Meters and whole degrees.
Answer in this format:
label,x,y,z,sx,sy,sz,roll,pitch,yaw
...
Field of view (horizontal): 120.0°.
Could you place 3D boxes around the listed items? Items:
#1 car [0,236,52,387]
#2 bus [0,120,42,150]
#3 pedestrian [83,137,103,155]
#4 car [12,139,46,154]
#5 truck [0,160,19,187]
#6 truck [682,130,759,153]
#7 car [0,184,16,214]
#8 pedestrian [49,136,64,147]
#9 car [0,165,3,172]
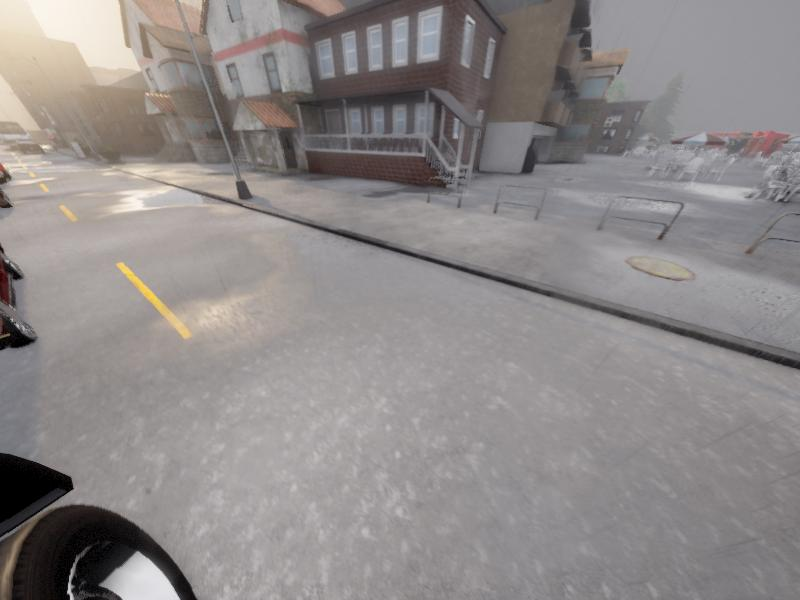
label,x,y,z,sx,sy,sz,roll,pitch,yaw
car,-6.637,-0.097,2.858,4.718,1.301,1.895,22,41,28
bus,-74.201,-31.612,44.317,10.273,4.253,3.944,22,41,28
pedestrian,-40.649,-20.408,30.607,0.751,1.860,0.751,22,40,27
car,-55.106,-22.833,34.322,5.238,1.638,1.930,22,41,28
truck,-23.740,-7.558,12.247,5.204,2.467,2.627,22,41,28
truck,68.298,-34.186,49.654,8.468,3.827,2.891,22,41,28
car,-16.050,-3.968,8.190,4.181,1.385,1.994,22,41,28
pedestrian,-71.049,-32.752,47.816,0.751,1.860,0.751,15,38,20
car,-31.479,-10.475,16.816,3.866,1.878,1.905,22,41,28
